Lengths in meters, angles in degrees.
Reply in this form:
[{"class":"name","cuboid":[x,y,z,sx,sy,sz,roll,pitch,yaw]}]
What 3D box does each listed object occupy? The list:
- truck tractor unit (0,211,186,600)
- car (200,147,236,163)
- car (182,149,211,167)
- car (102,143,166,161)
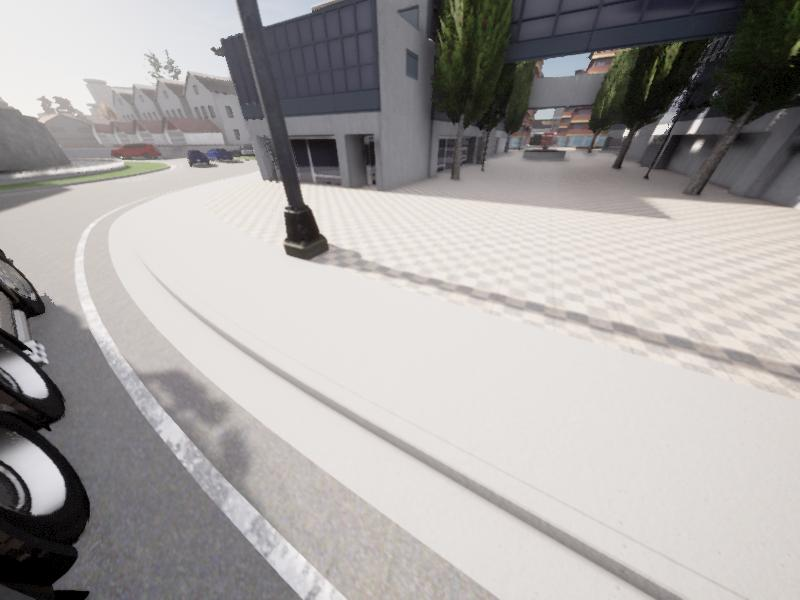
[{"class":"truck tractor unit","cuboid":[-5.018,-0.384,0.900,6.516,4.208,3.053,22,41,28]},{"class":"car","cuboid":[-24.242,-19.324,30.709,5.008,1.535,1.882,23,41,31]},{"class":"car","cuboid":[-23.353,-16.305,26.435,1.812,1.442,4.674,-25,42,-31]},{"class":"car","cuboid":[-39.594,-22.262,34.629,5.566,2.045,2.150,-11,36,-15]}]
